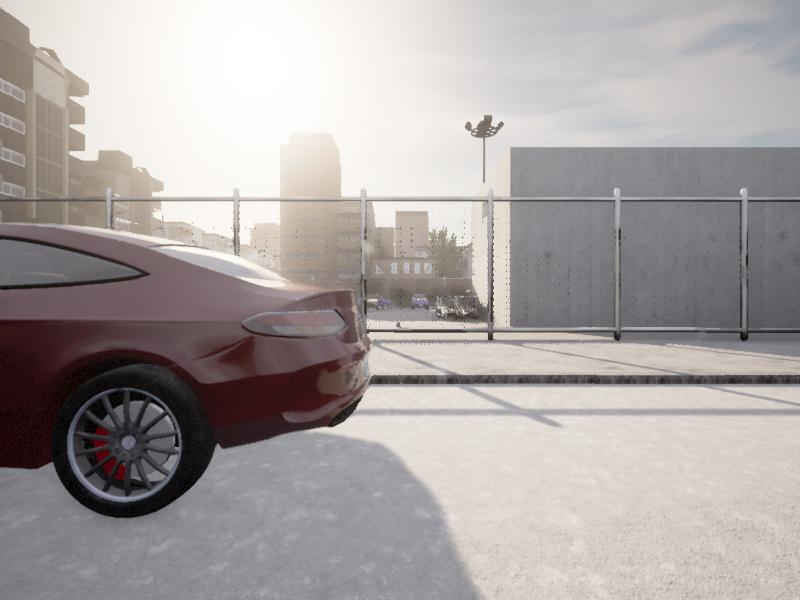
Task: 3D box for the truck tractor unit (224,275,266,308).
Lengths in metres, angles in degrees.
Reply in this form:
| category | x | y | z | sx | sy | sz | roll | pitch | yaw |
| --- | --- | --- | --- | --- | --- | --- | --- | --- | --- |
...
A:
| category | x | y | z | sx | sy | sz | roll | pitch | yaw |
| --- | --- | --- | --- | --- | --- | --- | --- | --- | --- |
| truck tractor unit | -20.722 | -1.121 | 53.922 | 3.053 | 4.208 | 6.516 | 0 | 0 | 0 |

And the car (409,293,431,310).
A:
| category | x | y | z | sx | sy | sz | roll | pitch | yaw |
| --- | --- | --- | --- | --- | --- | --- | --- | --- | --- |
| car | 1.852 | 0.156 | 37.981 | 1.845 | 1.501 | 3.633 | 0 | 0 | 0 |

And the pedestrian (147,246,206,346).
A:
| category | x | y | z | sx | sy | sz | roll | pitch | yaw |
| --- | --- | --- | --- | --- | --- | --- | --- | --- | --- |
| pedestrian | -4.377 | -0.075 | 7.880 | 0.751 | 1.860 | 0.751 | 0 | 0 | 0 |

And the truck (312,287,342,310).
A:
| category | x | y | z | sx | sy | sz | roll | pitch | yaw |
| --- | --- | --- | --- | --- | --- | --- | --- | --- | --- |
| truck | -6.788 | -0.094 | 37.725 | 2.069 | 2.038 | 4.478 | 0 | 0 | 0 |

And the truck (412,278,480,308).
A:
| category | x | y | z | sx | sy | sz | roll | pitch | yaw |
| --- | --- | --- | --- | --- | --- | --- | --- | --- | --- |
| truck | 5.873 | -0.920 | 52.015 | 8.468 | 3.827 | 2.891 | 0 | 0 | 0 |

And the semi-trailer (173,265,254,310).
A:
| category | x | y | z | sx | sy | sz | roll | pitch | yaw |
| --- | --- | --- | --- | --- | --- | --- | --- | --- | --- |
| semi-trailer | -20.707 | -1.217 | 46.009 | 2.717 | 4.402 | 14.254 | 0 | 0 | 0 |

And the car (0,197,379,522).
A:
| category | x | y | z | sx | sy | sz | roll | pitch | yaw |
| --- | --- | --- | --- | --- | --- | --- | --- | --- | --- |
| car | -2.525 | 0.270 | 2.687 | 4.674 | 1.442 | 1.812 | 0 | 0 | 0 |

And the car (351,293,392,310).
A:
| category | x | y | z | sx | sy | sz | roll | pitch | yaw |
| --- | --- | --- | --- | --- | --- | --- | --- | --- | --- |
| car | -2.600 | 0.146 | 37.405 | 3.705 | 1.547 | 1.789 | 0 | 0 | 0 |

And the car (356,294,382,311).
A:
| category | x | y | z | sx | sy | sz | roll | pitch | yaw |
| --- | --- | --- | --- | --- | --- | --- | --- | --- | --- |
| car | -2.827 | 0.218 | 37.564 | 2.033 | 1.415 | 5.357 | 0 | 0 | 0 |
